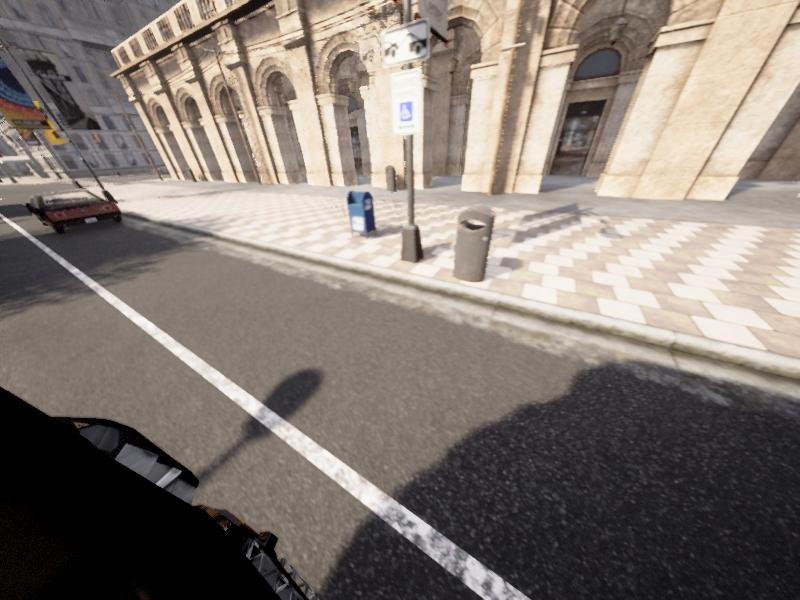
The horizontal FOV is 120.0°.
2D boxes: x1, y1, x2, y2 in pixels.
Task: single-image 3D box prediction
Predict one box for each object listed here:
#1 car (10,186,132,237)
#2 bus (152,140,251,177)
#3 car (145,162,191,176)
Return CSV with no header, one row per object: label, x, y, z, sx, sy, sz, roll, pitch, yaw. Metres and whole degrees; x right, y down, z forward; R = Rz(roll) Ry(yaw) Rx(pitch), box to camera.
car,-13.783,-3.846,9.664,4.718,1.301,1.895,16,38,26
bus,-30.182,-22.307,36.144,3.944,4.253,10.273,16,38,27
car,-39.982,-22.739,39.941,2.152,1.651,5.027,16,38,26
